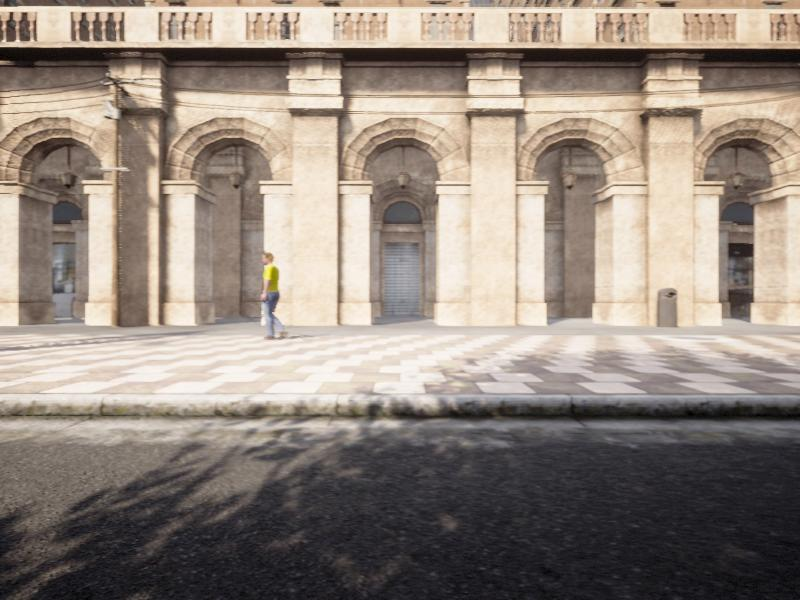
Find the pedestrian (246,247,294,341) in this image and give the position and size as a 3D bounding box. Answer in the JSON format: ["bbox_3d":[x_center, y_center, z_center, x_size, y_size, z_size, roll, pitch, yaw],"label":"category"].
[{"bbox_3d":[-2.662,-0.117,8.266,0.751,1.860,0.751,0,0,1],"label":"pedestrian"}]
